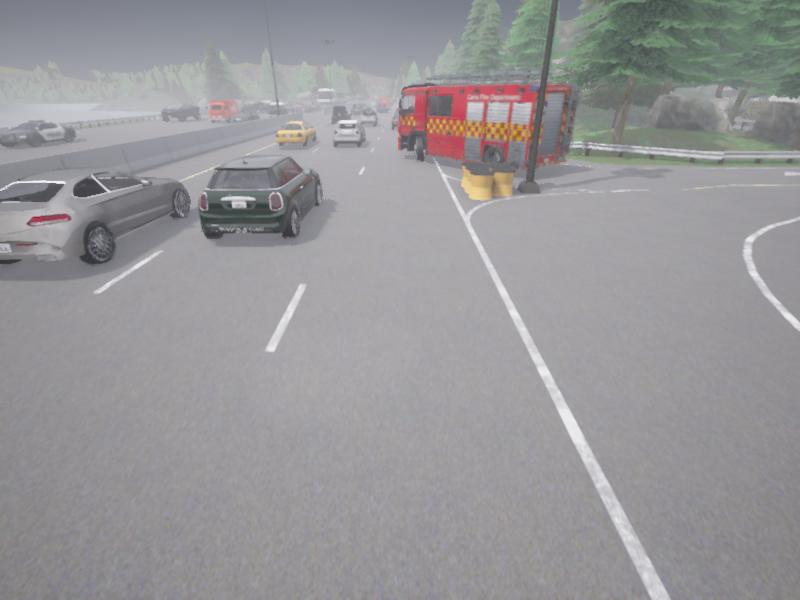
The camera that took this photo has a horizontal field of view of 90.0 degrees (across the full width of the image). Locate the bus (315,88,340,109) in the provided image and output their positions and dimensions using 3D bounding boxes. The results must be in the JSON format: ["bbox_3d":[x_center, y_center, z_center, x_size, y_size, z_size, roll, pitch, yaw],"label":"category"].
[{"bbox_3d":[-17.094,-47.757,94.930,3.944,4.253,10.273,0,27,0],"label":"bus"}]

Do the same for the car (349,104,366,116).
[{"bbox_3d":[-6.798,-30.769,64.671,2.242,1.667,4.611,0,27,0],"label":"car"}]

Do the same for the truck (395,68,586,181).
[{"bbox_3d":[3.497,-8.306,18.570,2.891,3.827,8.468,-20,33,-32],"label":"truck"}]

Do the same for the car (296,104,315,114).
[{"bbox_3d":[-17.272,-35.049,73.298,2.128,1.511,4.902,0,27,0],"label":"car"}]

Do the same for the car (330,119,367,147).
[{"bbox_3d":[-3.415,-11.420,27.239,1.970,1.475,3.806,0,27,0],"label":"car"}]

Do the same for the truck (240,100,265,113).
[{"bbox_3d":[-27.765,-36.542,75.531,2.390,2.098,6.274,0,27,0],"label":"truck"}]

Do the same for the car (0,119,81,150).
[{"bbox_3d":[-24.544,-11.273,27.006,2.038,1.542,4.974,-1,27,-1],"label":"car"}]

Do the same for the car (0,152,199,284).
[{"bbox_3d":[-6.974,-2.180,9.126,2.152,1.651,5.027,0,27,0],"label":"car"}]

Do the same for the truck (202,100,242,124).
[{"bbox_3d":[-21.328,-22.735,48.266,2.627,2.467,5.204,-2,27,-4],"label":"truck"}]

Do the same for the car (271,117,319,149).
[{"bbox_3d":[-6.916,-11.331,26.968,1.801,1.575,5.366,0,27,0],"label":"car"}]

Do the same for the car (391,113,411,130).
[{"bbox_3d":[0.123,-17.752,39.732,1.895,1.301,4.718,0,27,0],"label":"car"}]

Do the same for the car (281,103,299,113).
[{"bbox_3d":[-20.765,-36.317,75.620,2.038,1.542,4.974,0,27,0],"label":"car"}]

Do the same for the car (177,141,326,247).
[{"bbox_3d":[-3.470,-3.015,10.543,2.097,1.767,4.553,0,27,0],"label":"car"}]

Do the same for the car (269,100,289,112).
[{"bbox_3d":[-24.249,-39.114,80.586,2.150,2.045,5.566,0,27,0],"label":"car"}]

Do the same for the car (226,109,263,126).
[{"bbox_3d":[-17.360,-20.542,45.011,2.128,1.511,4.902,0,27,0],"label":"car"}]

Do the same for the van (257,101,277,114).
[{"bbox_3d":[-24.272,-35.299,73.172,2.069,2.038,4.480,0,27,0],"label":"van"}]

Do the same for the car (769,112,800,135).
[{"bbox_3d":[33.800,-14.556,33.075,1.882,1.535,5.008,0,27,0],"label":"car"}]

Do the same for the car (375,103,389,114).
[{"bbox_3d":[-3.271,-35.300,73.613,2.242,1.667,4.611,0,27,0],"label":"car"}]

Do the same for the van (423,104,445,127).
[{"bbox_3d":[3.635,-20.220,43.704,2.069,2.038,4.480,0,27,0],"label":"van"}]

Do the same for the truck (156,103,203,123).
[{"bbox_3d":[-27.841,-23.897,50.946,2.390,2.098,6.274,0,27,0],"label":"truck"}]

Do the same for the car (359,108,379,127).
[{"bbox_3d":[-3.363,-20.030,43.840,1.851,1.617,3.988,0,27,0],"label":"car"}]

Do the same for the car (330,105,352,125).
[{"bbox_3d":[-6.854,-21.601,46.601,1.905,1.878,3.866,0,27,0],"label":"car"}]

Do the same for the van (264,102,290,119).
[{"bbox_3d":[-17.331,-26.856,56.707,2.069,2.038,4.480,0,27,0],"label":"van"}]
